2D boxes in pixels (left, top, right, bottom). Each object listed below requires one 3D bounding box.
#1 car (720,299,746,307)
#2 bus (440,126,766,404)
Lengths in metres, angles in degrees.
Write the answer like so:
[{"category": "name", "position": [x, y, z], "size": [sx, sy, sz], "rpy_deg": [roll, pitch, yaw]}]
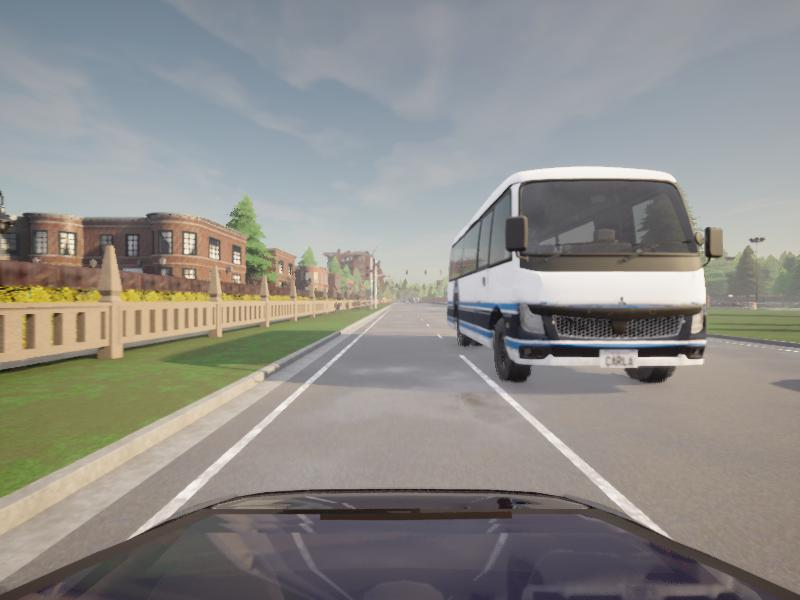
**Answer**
[{"category": "car", "position": [72.485, 0.649, 87.152], "size": [1.932, 1.855, 4.605], "rpy_deg": [0, 0, 0]}, {"category": "bus", "position": [3.622, -0.535, 11.256], "size": [3.944, 4.253, 10.273], "rpy_deg": [0, 0, 0]}]
